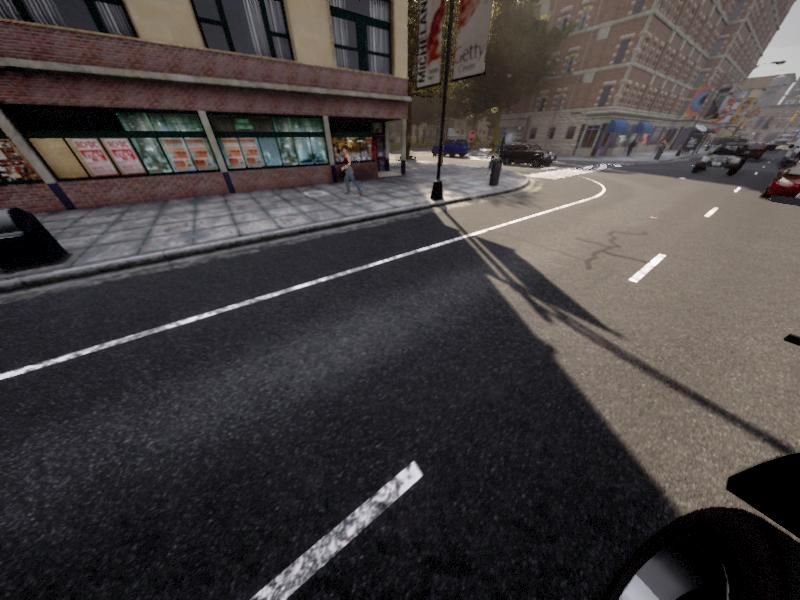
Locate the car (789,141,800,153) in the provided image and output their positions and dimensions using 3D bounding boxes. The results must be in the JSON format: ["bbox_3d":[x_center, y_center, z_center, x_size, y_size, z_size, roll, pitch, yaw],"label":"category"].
[{"bbox_3d":[62.999,-23.883,36.044,4.674,1.442,1.812,-22,41,-28],"label":"car"}]

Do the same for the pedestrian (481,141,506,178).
[{"bbox_3d":[5.616,-8.502,14.004,0.751,1.860,0.751,-23,41,-29],"label":"pedestrian"}]

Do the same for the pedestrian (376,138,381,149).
[{"bbox_3d":[-4.834,-34.762,51.335,0.751,1.860,0.751,-24,42,-30],"label":"pedestrian"}]

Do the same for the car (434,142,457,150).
[{"bbox_3d":[9.965,-33.761,50.587,4.718,1.301,1.895,-22,41,-28],"label":"car"}]

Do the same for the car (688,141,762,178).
[{"bbox_3d":[22.791,-9.944,16.205,4.605,1.855,1.932,-23,41,-28],"label":"car"}]

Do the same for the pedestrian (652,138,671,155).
[{"bbox_3d":[34.199,-20.082,30.210,0.751,1.860,0.751,-21,40,-27],"label":"pedestrian"}]

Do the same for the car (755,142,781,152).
[{"bbox_3d":[63.795,-26.628,40.052,4.718,1.301,1.895,-22,41,-28],"label":"car"}]

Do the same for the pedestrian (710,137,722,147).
[{"bbox_3d":[71.524,-35.828,52.256,0.751,1.860,0.751,-23,41,-29],"label":"pedestrian"}]

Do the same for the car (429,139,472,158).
[{"bbox_3d":[6.698,-20.683,31.419,2.150,2.045,5.566,-23,41,-29],"label":"car"}]

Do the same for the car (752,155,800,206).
[{"bbox_3d":[17.454,-5.108,9.734,4.792,1.488,2.163,-22,41,-28],"label":"car"}]

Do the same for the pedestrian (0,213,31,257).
[{"bbox_3d":[-8.943,-1.793,4.601,0.751,1.860,0.751,-27,43,-33],"label":"pedestrian"}]

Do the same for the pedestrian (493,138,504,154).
[{"bbox_3d":[14.443,-22.624,33.968,0.751,1.860,0.751,-23,41,-29],"label":"pedestrian"}]

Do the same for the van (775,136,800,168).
[{"bbox_3d":[35.939,-13.123,20.139,6.366,2.431,2.351,-23,41,-28],"label":"van"}]

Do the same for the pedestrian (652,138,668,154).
[{"bbox_3d":[36.367,-21.594,32.337,0.751,1.860,0.751,-28,43,-33],"label":"pedestrian"}]

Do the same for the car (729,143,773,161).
[{"bbox_3d":[39.167,-16.562,25.764,5.008,1.535,1.882,-22,41,-28],"label":"car"}]

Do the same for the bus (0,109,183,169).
[{"bbox_3d":[-29.665,-16.177,23.394,10.273,4.253,3.944,-22,41,-28],"label":"bus"}]

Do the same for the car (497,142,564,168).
[{"bbox_3d":[11.619,-13.252,20.994,1.932,1.855,4.605,-21,39,-27],"label":"car"}]

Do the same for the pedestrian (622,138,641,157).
[{"bbox_3d":[27.237,-17.913,27.186,0.751,1.860,0.751,-29,44,-34],"label":"pedestrian"}]

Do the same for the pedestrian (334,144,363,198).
[{"bbox_3d":[-2.104,-5.331,9.567,0.751,1.860,0.751,-19,39,-24],"label":"pedestrian"}]

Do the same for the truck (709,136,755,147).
[{"bbox_3d":[83.926,-40.211,58.472,2.390,2.098,6.274,-23,41,-28],"label":"truck"}]
